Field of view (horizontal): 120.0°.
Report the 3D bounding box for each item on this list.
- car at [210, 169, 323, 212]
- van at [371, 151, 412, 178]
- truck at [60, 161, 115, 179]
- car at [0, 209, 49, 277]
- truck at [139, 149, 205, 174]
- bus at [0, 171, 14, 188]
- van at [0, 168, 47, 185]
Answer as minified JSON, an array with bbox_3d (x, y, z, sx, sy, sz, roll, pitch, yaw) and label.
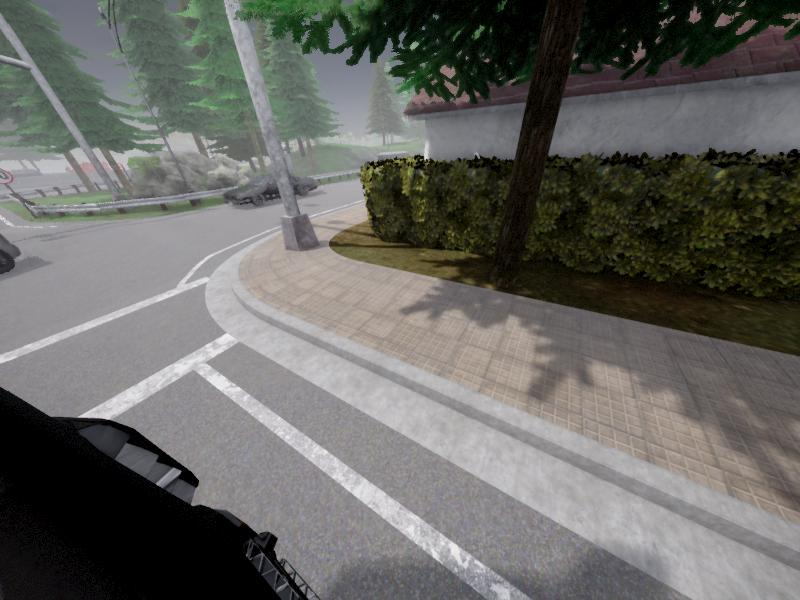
[{"bbox_3d":[-7.371,-6.601,13.551,2.033,1.411,5.357,16,38,26],"label":"car"},{"bbox_3d":[-0.716,-13.384,22.711,1.775,1.987,4.442,16,38,26],"label":"van"},{"bbox_3d":[-58.512,-24.409,43.374,2.627,2.467,5.204,16,38,26],"label":"truck"},{"bbox_3d":[-10.982,-0.470,4.154,2.242,1.667,4.611,-5,34,-2],"label":"car"},{"bbox_3d":[-46.826,-28.873,47.962,2.891,3.827,8.468,16,38,26],"label":"truck"},{"bbox_3d":[-59.849,-16.004,29.202,3.944,4.253,10.273,16,38,26],"label":"bus"},{"bbox_3d":[-62.501,-20.239,37.842,1.775,1.987,4.442,16,38,26],"label":"van"}]
